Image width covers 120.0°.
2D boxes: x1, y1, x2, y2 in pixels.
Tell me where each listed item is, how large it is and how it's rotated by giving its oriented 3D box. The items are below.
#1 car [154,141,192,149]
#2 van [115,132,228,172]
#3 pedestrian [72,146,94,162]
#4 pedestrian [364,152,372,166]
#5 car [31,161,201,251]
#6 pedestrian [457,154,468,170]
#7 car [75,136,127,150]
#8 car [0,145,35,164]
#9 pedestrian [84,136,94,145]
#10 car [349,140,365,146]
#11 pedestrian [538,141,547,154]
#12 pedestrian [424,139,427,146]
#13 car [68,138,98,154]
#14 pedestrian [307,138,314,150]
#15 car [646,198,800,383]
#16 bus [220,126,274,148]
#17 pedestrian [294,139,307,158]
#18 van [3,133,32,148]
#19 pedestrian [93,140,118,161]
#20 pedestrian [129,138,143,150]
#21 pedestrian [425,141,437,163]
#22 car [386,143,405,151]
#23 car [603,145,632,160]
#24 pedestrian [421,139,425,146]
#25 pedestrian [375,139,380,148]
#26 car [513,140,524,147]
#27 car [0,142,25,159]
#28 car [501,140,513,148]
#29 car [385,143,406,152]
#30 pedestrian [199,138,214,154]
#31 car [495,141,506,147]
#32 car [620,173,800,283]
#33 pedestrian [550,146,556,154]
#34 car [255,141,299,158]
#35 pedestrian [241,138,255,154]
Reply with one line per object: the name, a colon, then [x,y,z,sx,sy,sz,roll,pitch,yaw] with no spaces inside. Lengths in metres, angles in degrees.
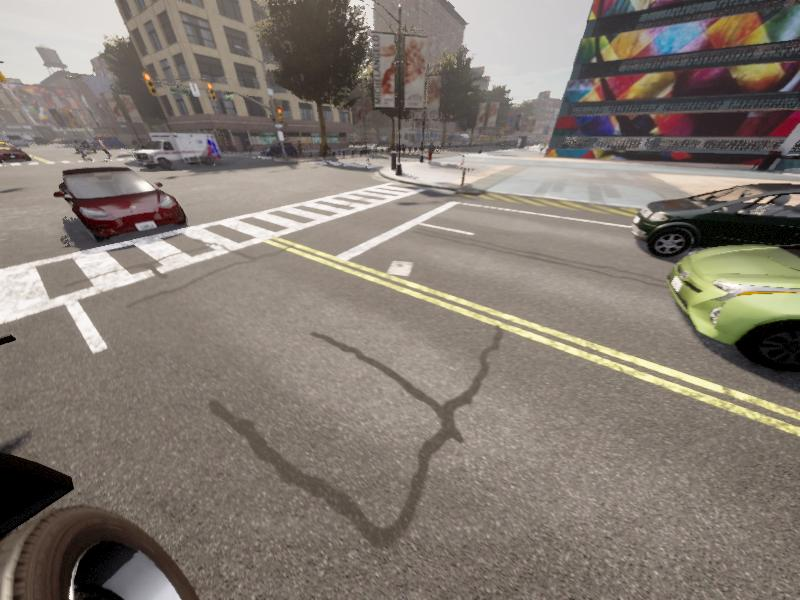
car: [-47.789,-32.739,48.749,2.033,1.411,5.357,21,40,27]
van: [-18.786,-12.760,19.756,2.351,2.431,6.366,7,36,10]
pedestrian: [-32.650,-15.078,23.825,0.751,1.300,0.751,23,41,29]
pedestrian: [-3.070,-13.678,22.371,0.500,1.100,0.500,19,39,25]
car: [-8.546,-3.095,6.943,4.792,1.488,2.163,23,41,29]
pedestrian: [4.960,-10.948,18.319,0.500,1.100,0.500,25,42,30]
car: [-56.850,-30.026,44.205,5.566,2.045,2.150,-24,42,-31]
car: [-39.065,-14.641,23.106,4.181,1.385,1.994,21,40,27]
pedestrian: [-79.803,-40.886,59.241,0.751,1.860,0.751,22,40,27]
car: [-13.695,-49.989,73.613,5.008,1.535,1.882,20,40,25]
pedestrian: [23.696,-25.406,38.480,0.751,1.860,0.751,14,37,19]
pedestrian: [8.024,-49.541,72.657,0.751,1.860,0.751,20,40,26]
car: [-47.758,-23.256,34.822,4.605,1.855,1.932,28,43,33]
pedestrian: [-17.258,-30.003,44.519,0.751,1.860,0.751,24,42,30]
car: [6.124,0.221,2.361,4.514,1.525,2.007,21,40,26]
bus: [-38.843,-41.797,59.273,3.944,4.253,10.273,21,40,26]
pedestrian: [-11.788,-17.888,27.346,0.751,1.860,0.751,10,36,14]
van: [-83.751,-35.085,50.648,5.915,2.561,1.988,26,42,31]
pedestrian: [-31.182,-15.853,24.458,0.751,1.860,0.751,18,39,23]
pedestrian: [-48.554,-28.637,42.449,0.751,1.860,0.751,9,36,12]
pedestrian: [3.070,-14.807,23.129,0.751,1.860,0.751,29,44,35]
car: [-0.916,-33.729,50.826,1.895,1.301,4.718,21,40,26]
car: [29.870,-20.415,31.852,2.128,1.511,4.902,21,40,26]
pedestrian: [7.214,-49.784,72.993,0.751,1.860,0.751,14,37,18]
pedestrian: [-5.506,-38.282,56.454,0.751,1.860,0.751,21,40,26]
car: [42.493,-56.251,82.793,2.150,2.045,5.566,21,40,26]
car: [-45.935,-17.322,26.691,5.008,1.535,1.882,21,40,26]
car: [32.581,-47.508,70.361,1.932,1.855,4.605,21,40,26]
car: [-0.868,-30.153,45.605,1.812,1.442,4.674,21,40,26]
pedestrian: [-28.087,-22.371,33.515,0.751,1.860,0.751,16,38,21]
car: [33.438,-51.790,76.793,1.837,1.490,4.892,21,40,26]
car: [7.623,-1.627,4.990,3.705,1.549,1.789,21,40,26]
pedestrian: [26.276,-25.765,39.711,0.500,1.100,0.500,6,35,7]
car: [-16.481,-20.461,31.303,2.097,1.767,4.553,23,41,28]
pedestrian: [-21.622,-21.880,32.896,0.751,1.860,0.751,8,36,10]
